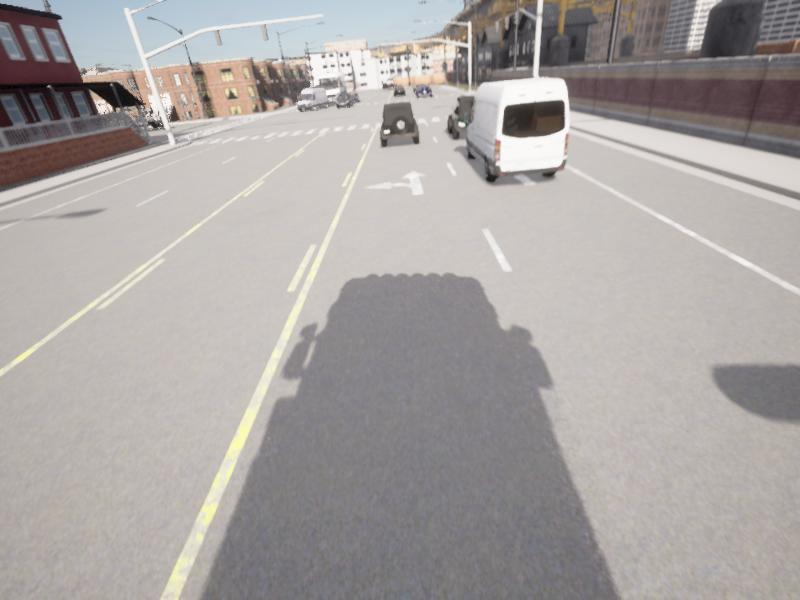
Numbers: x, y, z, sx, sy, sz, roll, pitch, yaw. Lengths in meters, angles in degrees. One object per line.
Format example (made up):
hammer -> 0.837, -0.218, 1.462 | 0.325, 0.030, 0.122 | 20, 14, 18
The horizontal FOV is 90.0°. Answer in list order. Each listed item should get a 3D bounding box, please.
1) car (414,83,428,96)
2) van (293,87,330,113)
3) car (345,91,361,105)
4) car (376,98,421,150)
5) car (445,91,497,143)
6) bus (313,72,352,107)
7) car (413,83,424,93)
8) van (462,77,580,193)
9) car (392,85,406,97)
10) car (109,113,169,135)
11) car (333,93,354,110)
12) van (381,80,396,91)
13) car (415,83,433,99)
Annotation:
car -> 3.404, -33.884, 64.294 | 1.882, 1.535, 5.008 | -5, 29, 2
van -> -11.407, -26.060, 52.068 | 1.988, 2.561, 5.915 | 4, 31, 15
car -> -7.044, -30.329, 59.942 | 1.816, 1.474, 4.193 | -5, 29, 2
car -> -0.054, -8.853, 19.946 | 1.905, 1.878, 3.866 | -5, 29, 2
car -> 3.431, -9.184, 19.892 | 1.905, 1.878, 3.866 | -5, 29, 2
bus -> -10.541, -33.860, 64.035 | 3.944, 4.253, 10.273 | -5, 29, 2
car -> 3.405, -39.630, 74.772 | 1.895, 1.301, 4.718 | -5, 29, 2
van -> 3.412, -5.553, 12.759 | 1.988, 2.561, 5.915 | -5, 29, 2
car -> -0.082, -35.315, 67.551 | 2.163, 1.488, 4.792 | -5, 29, 2
car -> -29.848, -20.158, 45.869 | 5.238, 1.638, 1.930 | -5, 29, 3
car -> -7.044, -24.972, 50.268 | 1.851, 1.617, 3.988 | -5, 29, 2
van -> -3.021, -54.259, 101.291 | 2.069, 2.038, 4.480 | -17, 31, -18
car -> 3.404, -29.833, 56.984 | 2.152, 1.651, 5.027 | -5, 29, 2
